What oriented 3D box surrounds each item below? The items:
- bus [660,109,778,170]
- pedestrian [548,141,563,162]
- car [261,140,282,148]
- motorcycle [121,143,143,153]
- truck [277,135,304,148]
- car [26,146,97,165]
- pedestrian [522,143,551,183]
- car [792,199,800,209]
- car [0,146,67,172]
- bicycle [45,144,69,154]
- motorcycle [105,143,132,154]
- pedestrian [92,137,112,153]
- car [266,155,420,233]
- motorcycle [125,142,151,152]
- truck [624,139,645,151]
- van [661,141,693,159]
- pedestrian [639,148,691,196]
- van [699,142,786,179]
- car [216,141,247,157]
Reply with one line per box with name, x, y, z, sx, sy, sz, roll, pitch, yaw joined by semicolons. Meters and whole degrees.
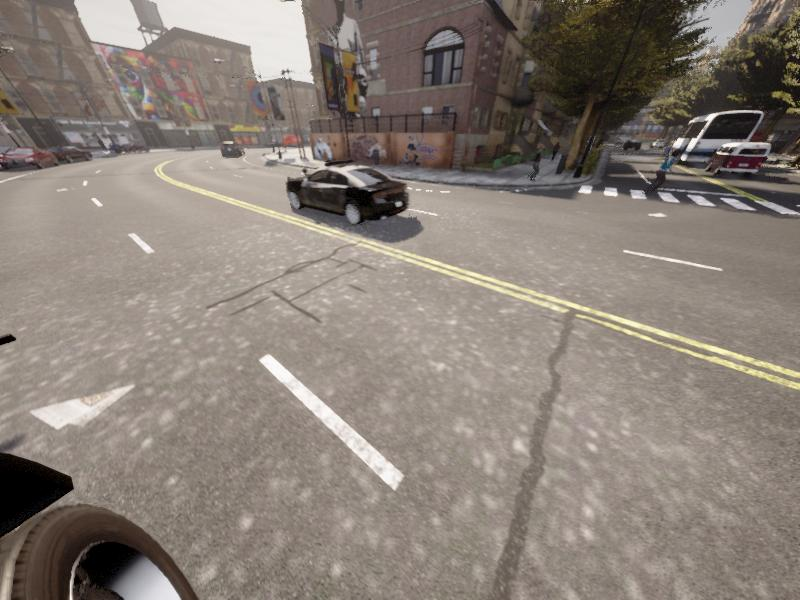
bus;31.799;-16.636;24.053;3.944;4.253;10.273;23;42;29
pedestrian;15.984;-15.281;23.773;0.751;1.860;0.751;20;40;25
car;-31.449;-38.264;56.710;1.970;1.475;3.806;16;38;21
motorcycle;-40.563;-23.043;34.970;1.805;1.236;0.856;-28;44;-34
truck;-26.994;-39.175;57.097;2.627;2.467;5.204;18;39;24
car;-33.395;-14.483;23.052;1.895;1.301;4.718;-14;38;-19
pedestrian;7.589;-7.644;12.881;0.751;1.860;0.751;22;40;27
car;16.413;-2.867;6.672;1.930;1.638;5.238;6;35;9
car;-30.467;-11.694;18.990;2.002;1.452;4.674;-21;40;-27
bicycle;-48.810;-21.520;32.917;0.373;1.024;1.643;14;36;35
motorcycle;-40.783;-22.061;33.525;2.209;1.251;0.867;-28;44;-34
pedestrian;-42.557;-22.145;33.059;0.751;1.860;0.751;-11;37;-16
car;-2.084;-3.923;8.027;5.238;1.638;1.930;24;41;29
motorcycle;-40.773;-23.829;36.033;2.356;1.277;0.764;-28;44;-34
truck;52.181;-34.627;51.576;2.390;2.098;6.274;23;41;29
van;39.786;-21.734;33.302;1.775;1.987;4.442;24;41;29
pedestrian;12.231;-5.931;10.752;0.751;1.860;0.751;20;40;26
van;25.303;-10.632;17.402;2.069;2.038;4.480;23;41;29
car;-23.025;-20.828;31.811;2.242;1.667;4.611;-12;37;-17
